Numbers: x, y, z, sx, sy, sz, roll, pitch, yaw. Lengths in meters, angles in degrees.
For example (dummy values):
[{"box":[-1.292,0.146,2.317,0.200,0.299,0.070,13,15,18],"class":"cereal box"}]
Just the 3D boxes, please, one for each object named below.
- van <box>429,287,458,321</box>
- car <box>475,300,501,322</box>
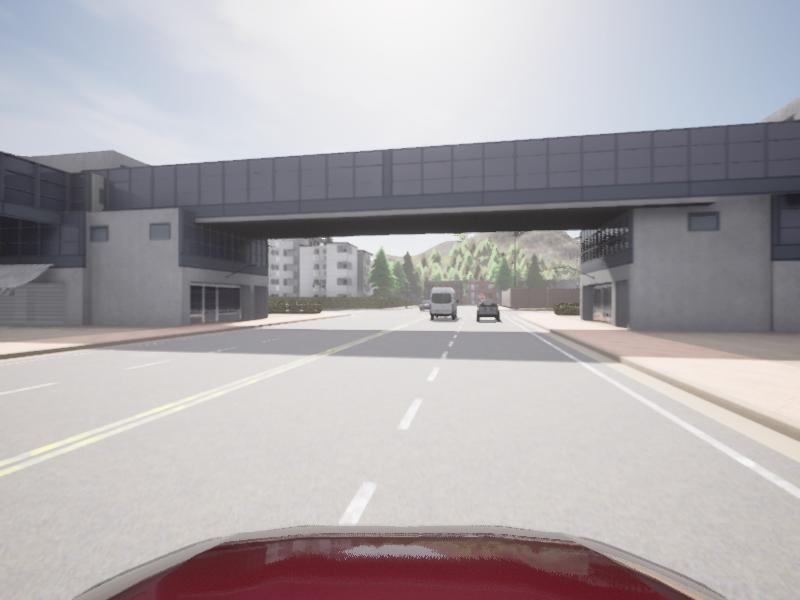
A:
[{"box":[3.755,0.309,33.872,1.988,2.561,5.915,0,0,11],"class":"van"},{"box":[6.726,0.775,30.778,1.851,1.617,3.988,0,0,11],"class":"car"}]
